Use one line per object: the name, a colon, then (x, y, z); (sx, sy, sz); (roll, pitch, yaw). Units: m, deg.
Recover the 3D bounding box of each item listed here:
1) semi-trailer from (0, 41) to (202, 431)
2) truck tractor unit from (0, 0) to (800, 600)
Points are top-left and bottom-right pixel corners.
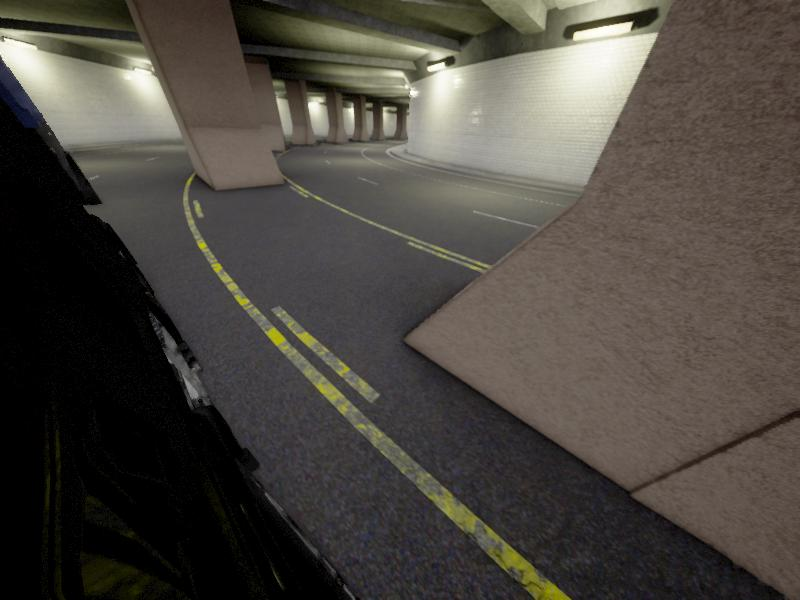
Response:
semi-trailer: (-8.705, -3.601, 4.221); (14.254, 4.402, 2.717); (28, 44, 30)
truck tractor unit: (-2.645, -0.295, 0.351); (6.516, 4.208, 3.053); (28, 44, 30)
